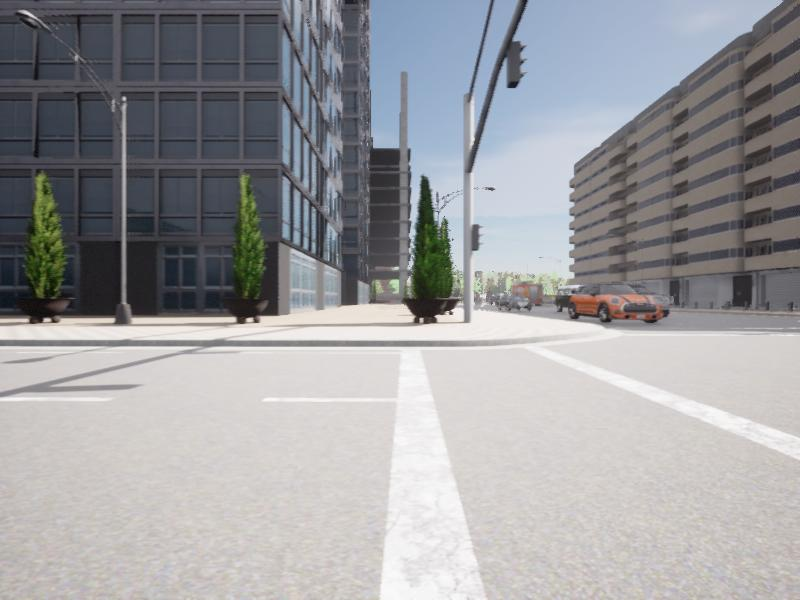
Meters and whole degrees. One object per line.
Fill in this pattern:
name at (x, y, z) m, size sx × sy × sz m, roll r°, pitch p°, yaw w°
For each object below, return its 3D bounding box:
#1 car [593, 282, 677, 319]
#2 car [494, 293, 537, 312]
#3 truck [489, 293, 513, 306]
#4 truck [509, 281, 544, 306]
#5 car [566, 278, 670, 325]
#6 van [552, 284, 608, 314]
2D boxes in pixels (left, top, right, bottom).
car at (12.793, 0.010, 22.187) m, size 1.932 × 1.855 × 4.605 m, roll 0°, pitch 0°, yaw 0°
car at (9.380, 0.189, 32.960) m, size 2.128 × 1.511 × 4.902 m, roll 0°, pitch 0°, yaw 0°
truck at (16.638, -0.097, 66.299) m, size 2.390 × 2.098 × 6.274 m, roll 0°, pitch 0°, yaw 0°
truck at (20.121, -0.956, 64.184) m, size 2.891 × 3.827 × 8.468 m, roll 0°, pitch 0°, yaw 0°
car at (9.238, 0.048, 17.509) m, size 2.097 × 1.767 × 4.553 m, roll 0°, pitch 0°, yaw 1°
van at (12.850, -0.071, 28.976) m, size 2.069 × 2.038 × 4.480 m, roll 0°, pitch 0°, yaw 0°
